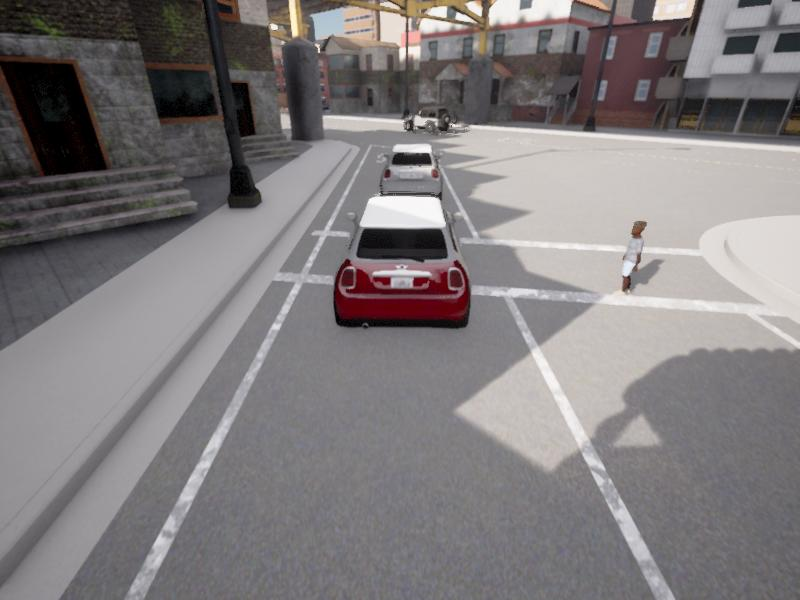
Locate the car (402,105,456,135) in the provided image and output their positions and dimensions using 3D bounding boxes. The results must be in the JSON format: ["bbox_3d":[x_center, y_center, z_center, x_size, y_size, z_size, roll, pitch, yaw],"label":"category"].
[{"bbox_3d":[2.211,-14.255,31.589,1.905,1.878,3.866,-25,36,-39],"label":"car"}]

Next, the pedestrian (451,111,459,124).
[{"bbox_3d":[5.181,-17.196,37.678,0.500,1.100,0.500,-17,32,-30],"label":"pedestrian"}]

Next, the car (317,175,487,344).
[{"bbox_3d":[0.064,-0.961,6.663,1.970,1.475,3.806,1,28,1],"label":"car"}]

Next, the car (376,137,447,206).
[{"bbox_3d":[0.427,-4.301,13.039,1.970,1.475,3.806,2,28,3],"label":"car"}]

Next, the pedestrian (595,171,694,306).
[{"bbox_3d":[3.669,-0.946,6.168,0.751,1.860,0.751,9,29,16],"label":"pedestrian"}]
